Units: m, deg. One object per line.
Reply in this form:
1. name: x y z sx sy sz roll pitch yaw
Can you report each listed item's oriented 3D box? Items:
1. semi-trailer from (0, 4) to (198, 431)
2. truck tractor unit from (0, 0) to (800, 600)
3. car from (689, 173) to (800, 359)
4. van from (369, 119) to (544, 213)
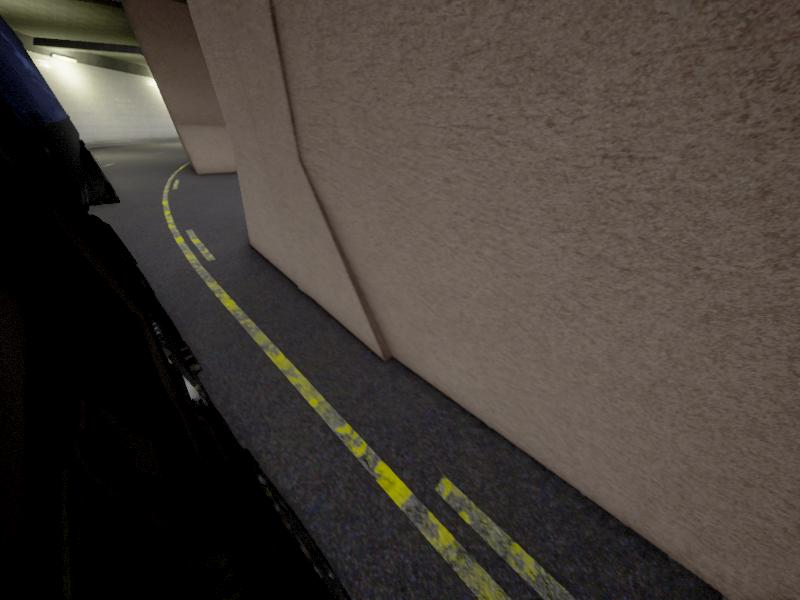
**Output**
1. semi-trailer: -8.516 -3.720 4.402 14.254 4.402 2.717 30 45 32
2. truck tractor unit: -2.645 -0.295 0.352 6.516 4.208 3.053 28 44 30
3. car: 6.882 0.201 2.261 4.605 1.855 1.932 29 44 30
4. van: 1.725 -5.830 9.560 6.366 2.431 2.351 32 45 33
